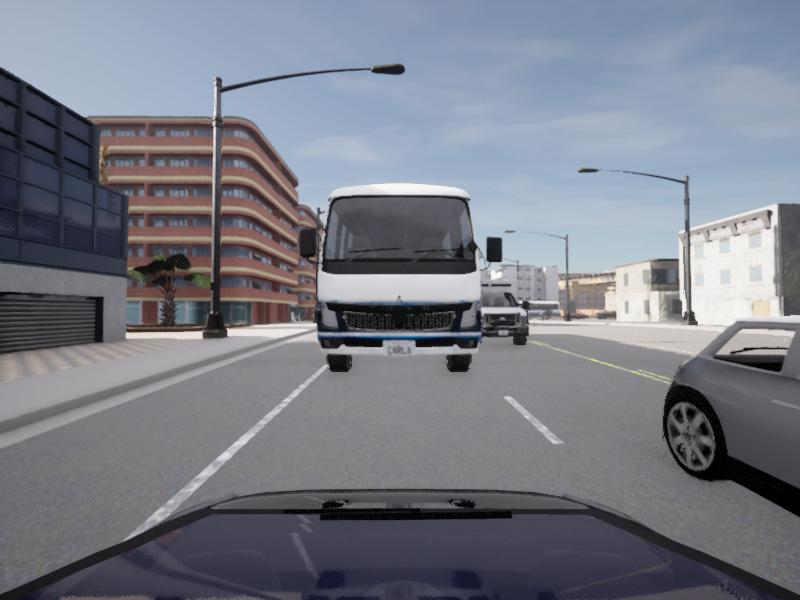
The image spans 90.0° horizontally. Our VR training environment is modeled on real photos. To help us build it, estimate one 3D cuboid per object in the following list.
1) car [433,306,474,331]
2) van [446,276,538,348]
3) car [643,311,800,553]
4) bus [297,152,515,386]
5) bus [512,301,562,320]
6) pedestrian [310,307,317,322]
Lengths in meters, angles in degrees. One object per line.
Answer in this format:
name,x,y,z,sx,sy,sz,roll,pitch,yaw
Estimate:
car,3.284,1.137,25.452,1.812,1.442,4.674,0,-2,-2
van,3.471,0.450,16.636,2.351,2.431,6.366,0,-1,0
car,3.497,0.852,2.226,1.970,1.475,3.806,0,0,0
bus,0.099,-0.510,12.403,3.944,4.253,10.273,0,-1,0
bus,31.585,2.416,92.691,10.273,4.253,3.944,0,-2,-1
pedestrian,-10.864,1.787,50.249,0.751,1.860,0.751,0,-2,-3
